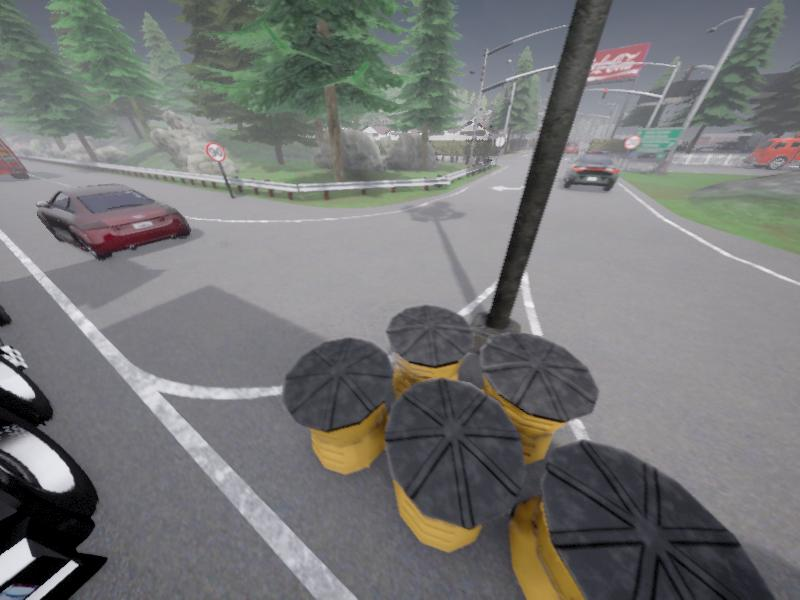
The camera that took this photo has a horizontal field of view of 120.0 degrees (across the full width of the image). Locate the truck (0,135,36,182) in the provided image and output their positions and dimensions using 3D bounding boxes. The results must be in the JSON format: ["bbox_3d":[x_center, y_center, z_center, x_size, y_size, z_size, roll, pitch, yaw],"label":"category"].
[{"bbox_3d":[-31.884,-11.186,17.060,8.468,3.827,2.891,18,39,24],"label":"truck"}]

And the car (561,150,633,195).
[{"bbox_3d":[9.913,-6.868,12.102,2.038,1.542,4.974,18,39,24],"label":"car"}]

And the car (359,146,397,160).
[{"bbox_3d":[-3.081,-20.781,32.565,5.008,1.535,1.882,18,39,25],"label":"car"}]

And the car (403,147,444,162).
[{"bbox_3d":[2.959,-18.771,29.665,4.792,1.488,2.163,18,39,25],"label":"car"}]

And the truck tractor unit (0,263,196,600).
[{"bbox_3d":[-5.112,-0.299,0.786,6.516,4.208,3.053,18,39,24],"label":"truck tractor unit"}]

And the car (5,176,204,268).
[{"bbox_3d":[-7.874,-2.345,6.263,4.181,1.385,1.994,17,38,23],"label":"car"}]
